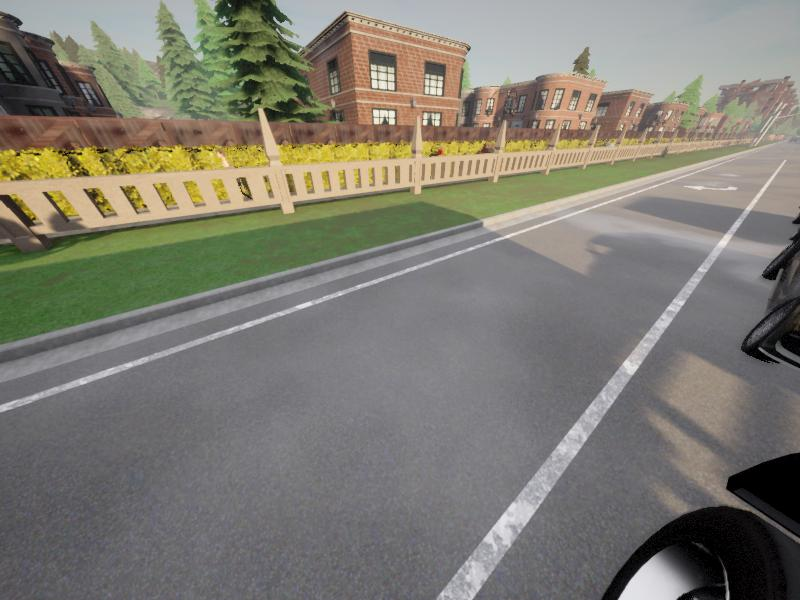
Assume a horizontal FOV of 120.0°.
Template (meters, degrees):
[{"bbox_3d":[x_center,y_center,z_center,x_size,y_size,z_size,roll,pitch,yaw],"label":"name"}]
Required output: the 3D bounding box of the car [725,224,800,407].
[{"bbox_3d":[6.486,-0.149,2.685,5.027,1.651,2.152,-22,41,-28],"label":"car"}]

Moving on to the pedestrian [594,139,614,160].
[{"bbox_3d":[21.798,-16.089,24.682,0.751,1.860,0.751,-23,41,-28],"label":"pedestrian"}]

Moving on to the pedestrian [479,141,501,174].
[{"bbox_3d":[6.126,-9.754,15.796,0.751,1.860,0.751,-14,37,-18],"label":"pedestrian"}]

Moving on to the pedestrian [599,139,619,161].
[{"bbox_3d":[20.967,-15.057,23.223,0.751,1.860,0.751,-29,44,-34],"label":"pedestrian"}]

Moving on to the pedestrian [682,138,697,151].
[{"bbox_3d":[48.498,-26.095,38.711,0.751,1.860,0.751,-24,42,-30],"label":"pedestrian"}]

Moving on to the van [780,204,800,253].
[{"bbox_3d":[11.572,-2.377,5.485,4.442,1.987,1.775,-22,41,-28],"label":"van"}]

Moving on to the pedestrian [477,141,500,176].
[{"bbox_3d":[5.653,-9.109,14.885,0.751,1.860,0.751,-27,43,-32],"label":"pedestrian"}]

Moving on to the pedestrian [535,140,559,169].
[{"bbox_3d":[11.277,-11.154,17.748,0.751,1.860,0.751,-23,41,-29],"label":"pedestrian"}]

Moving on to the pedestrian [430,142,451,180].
[{"bbox_3d":[2.375,-8.190,13.602,0.751,1.860,0.751,-21,40,-27],"label":"pedestrian"}]

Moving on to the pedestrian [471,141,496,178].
[{"bbox_3d":[5.050,-8.514,14.044,0.751,1.860,0.751,-22,41,-28],"label":"pedestrian"}]

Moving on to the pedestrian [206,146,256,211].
[{"bbox_3d":[-5.763,-4.155,7.931,0.751,1.860,0.751,-22,41,-28],"label":"pedestrian"}]

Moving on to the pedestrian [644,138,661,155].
[{"bbox_3d":[34.325,-20.910,31.440,0.751,1.860,0.751,-22,41,-28],"label":"pedestrian"}]
